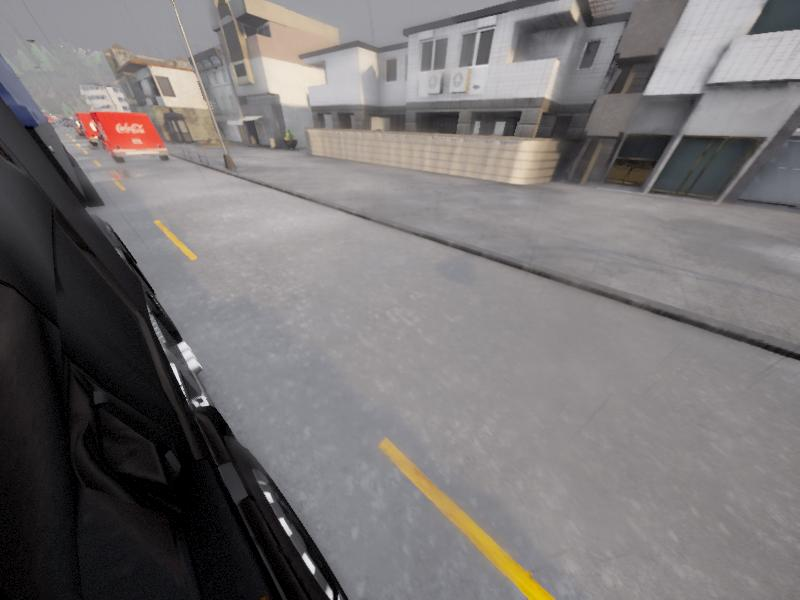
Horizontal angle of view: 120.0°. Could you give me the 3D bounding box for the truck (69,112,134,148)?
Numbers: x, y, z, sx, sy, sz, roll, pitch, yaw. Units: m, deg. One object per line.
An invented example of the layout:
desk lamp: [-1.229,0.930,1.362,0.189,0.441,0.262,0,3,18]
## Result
truck: [-28.451,-16.206,22.018,5.204,2.467,2.627,27,43,30]

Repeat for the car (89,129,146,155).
car: [-22.933,-12.873,18.699,5.357,1.411,2.033,28,43,30]

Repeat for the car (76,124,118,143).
car: [-34.366,-18.915,26.181,4.974,1.542,2.038,28,43,30]

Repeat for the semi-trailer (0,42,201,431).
semi-trailer: [-8.706,-3.566,4.267,14.254,4.402,2.717,28,43,30]

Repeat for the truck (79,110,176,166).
truck: [-17.144,-10.282,14.580,5.204,2.467,2.627,28,43,30]

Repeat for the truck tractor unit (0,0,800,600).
truck tractor unit: [-2.645,-0.295,0.351,6.516,4.208,3.053,28,44,30]
